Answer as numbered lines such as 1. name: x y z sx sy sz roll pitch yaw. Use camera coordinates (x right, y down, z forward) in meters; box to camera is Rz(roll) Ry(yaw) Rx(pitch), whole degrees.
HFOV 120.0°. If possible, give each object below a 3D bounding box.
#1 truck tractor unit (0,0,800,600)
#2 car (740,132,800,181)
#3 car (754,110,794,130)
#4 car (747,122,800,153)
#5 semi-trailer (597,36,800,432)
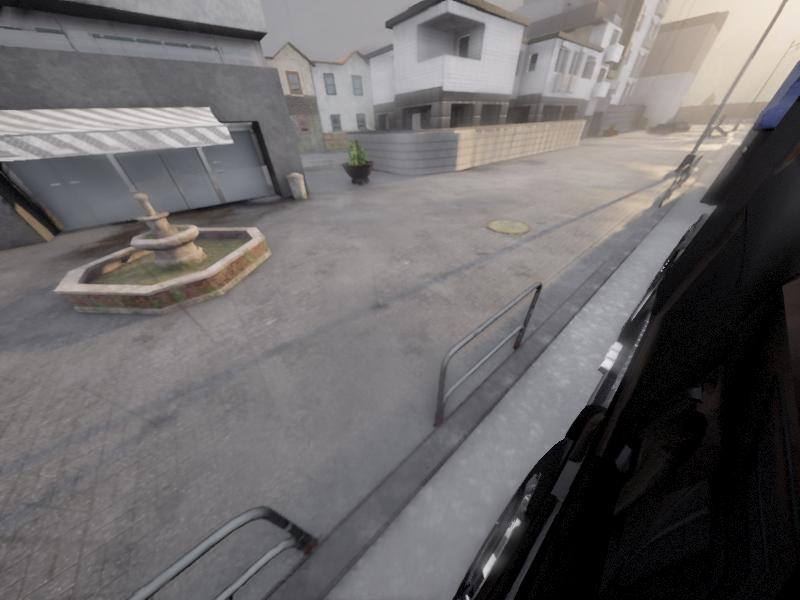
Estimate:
1. truck tractor unit: 2.645 -0.295 0.351 6.516 4.208 3.053 -28 44 -30
2. car: 16.217 -6.041 9.542 4.718 1.301 1.895 -28 43 -29
3. car: 46.944 -22.685 29.114 3.866 1.878 1.905 -28 44 -30
4. car: 24.537 -10.490 14.829 4.181 1.385 1.994 -27 43 -29
5. semi-trailer: 8.726 -3.597 4.183 14.254 4.402 2.717 -28 44 -29
